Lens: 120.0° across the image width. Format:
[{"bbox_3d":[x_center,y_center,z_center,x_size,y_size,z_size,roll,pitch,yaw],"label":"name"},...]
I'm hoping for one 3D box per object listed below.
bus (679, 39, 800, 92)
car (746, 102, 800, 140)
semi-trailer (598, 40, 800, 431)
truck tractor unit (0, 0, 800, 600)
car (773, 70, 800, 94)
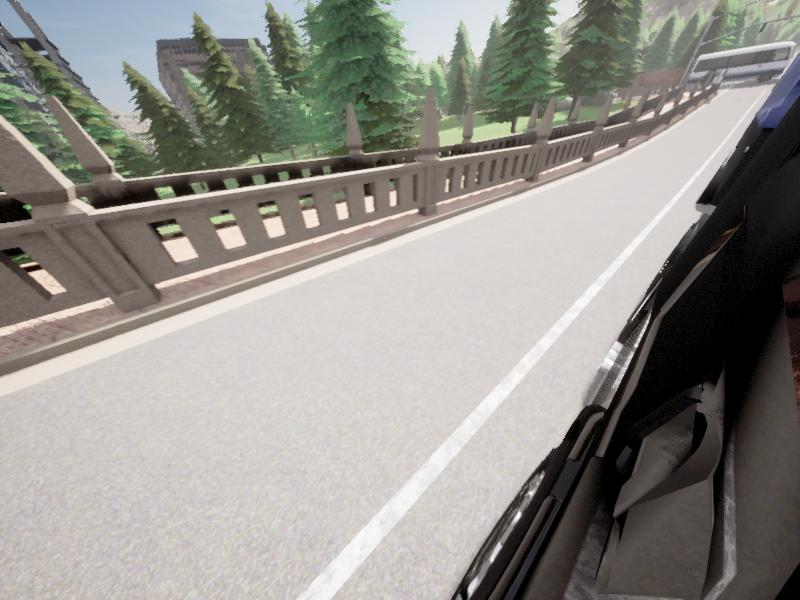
[{"bbox_3d":[52.139,-35.936,35.690,3.944,4.253,10.273,-36,47,-28],"label":"bus"},{"bbox_3d":[24.363,-11.453,14.761,3.633,1.501,1.845,-32,46,-26],"label":"car"},{"bbox_3d":[8.694,-3.609,4.230,14.254,4.402,2.717,-28,44,-30],"label":"semi-trailer"},{"bbox_3d":[2.645,-0.295,0.352,6.516,4.208,3.053,-28,44,-30],"label":"truck tractor unit"},{"bbox_3d":[46.022,-25.552,26.986,1.801,1.575,5.366,29,54,36],"label":"car"}]
